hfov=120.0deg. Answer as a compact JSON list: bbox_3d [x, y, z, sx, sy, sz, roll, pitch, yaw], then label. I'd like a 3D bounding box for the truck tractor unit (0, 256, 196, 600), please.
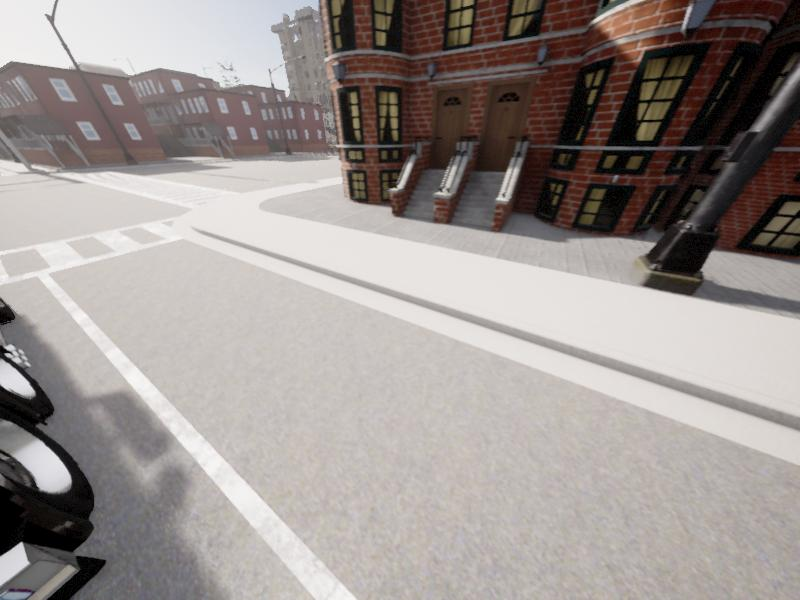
[{"bbox_3d":[-5.102,-0.309,0.799,6.516,4.208,3.053,19,39,25],"label":"truck tractor unit"}]
